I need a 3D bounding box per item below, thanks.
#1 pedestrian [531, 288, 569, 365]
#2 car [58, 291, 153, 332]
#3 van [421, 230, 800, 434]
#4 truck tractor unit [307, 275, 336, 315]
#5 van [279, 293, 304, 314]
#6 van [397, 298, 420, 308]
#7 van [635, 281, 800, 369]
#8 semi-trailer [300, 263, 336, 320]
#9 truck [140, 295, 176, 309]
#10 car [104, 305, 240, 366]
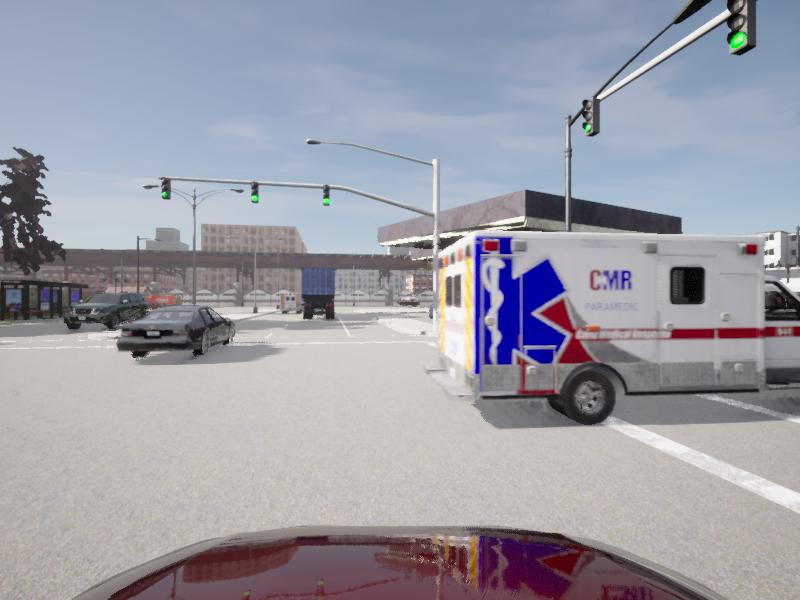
[{"bbox_3d":[3.759,0.637,10.095,0.751,1.860,0.751,0,0,7],"label":"pedestrian"},{"bbox_3d":[-16.637,0.568,23.057,2.150,2.045,5.566,0,0,-10],"label":"car"},{"bbox_3d":[3.658,0.378,6.243,6.366,2.431,2.351,0,0,-6],"label":"van"},{"bbox_3d":[-8.964,-0.522,45.866,3.053,4.208,6.516,0,0,-10],"label":"truck tractor unit"},{"bbox_3d":[-12.917,0.378,48.182,2.351,2.431,6.366,0,0,-10],"label":"van"},{"bbox_3d":[1.842,0.576,83.593,4.480,2.038,2.069,1,0,-10],"label":"van"},{"bbox_3d":[9.007,0.571,10.666,4.480,2.038,2.069,0,0,-12],"label":"van"},{"bbox_3d":[-7.591,-0.618,38.073,2.717,4.402,14.254,0,0,-10],"label":"semi-trailer"},{"bbox_3d":[-45.541,0.368,75.472,5.204,2.467,2.627,1,0,-10],"label":"truck"},{"bbox_3d":[-6.670,0.895,12.563,2.033,1.411,5.357,0,0,-10],"label":"car"}]
